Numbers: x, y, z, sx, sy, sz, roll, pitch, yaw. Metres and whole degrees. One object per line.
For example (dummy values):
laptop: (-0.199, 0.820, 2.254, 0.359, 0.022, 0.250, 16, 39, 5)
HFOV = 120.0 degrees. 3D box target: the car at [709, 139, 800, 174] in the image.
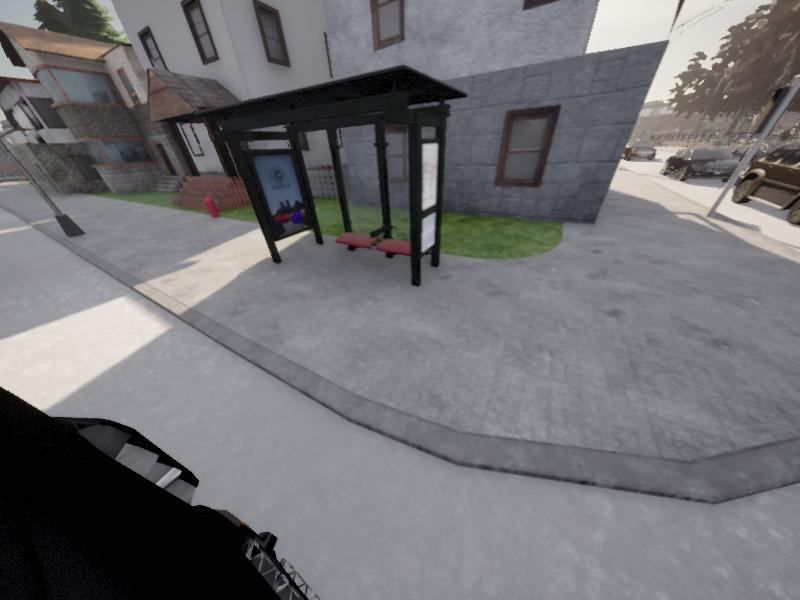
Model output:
car: (22.187, -8.821, 14.094, 2.128, 1.511, 4.902, 14, 37, 24)

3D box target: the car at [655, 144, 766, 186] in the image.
car: (16.012, -7.336, 12.365, 1.837, 1.490, 4.892, 16, 38, 26)

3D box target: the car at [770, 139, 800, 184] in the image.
car: (18.708, -5.470, 9.225, 2.033, 1.649, 4.856, 15, 37, 25)

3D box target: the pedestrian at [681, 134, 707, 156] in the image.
pedestrian: (30.033, -15.803, 23.611, 0.751, 1.860, 0.751, 15, 38, 25)

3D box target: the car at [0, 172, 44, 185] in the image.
car: (-65.935, -21.021, 39.874, 2.007, 1.525, 4.514, 16, 38, 26)

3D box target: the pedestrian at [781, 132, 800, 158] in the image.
pedestrian: (30.800, -12.006, 17.652, 0.751, 1.860, 0.751, 16, 38, 26)

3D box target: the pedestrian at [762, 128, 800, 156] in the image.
pedestrian: (32.098, -13.287, 19.476, 0.751, 1.860, 0.751, 16, 38, 26)

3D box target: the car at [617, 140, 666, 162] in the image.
car: (23.604, -14.784, 22.844, 2.033, 1.649, 4.856, 15, 37, 25)

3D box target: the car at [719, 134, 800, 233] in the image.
car: (11.807, -3.291, 6.254, 1.932, 1.855, 4.605, 16, 40, 26)
